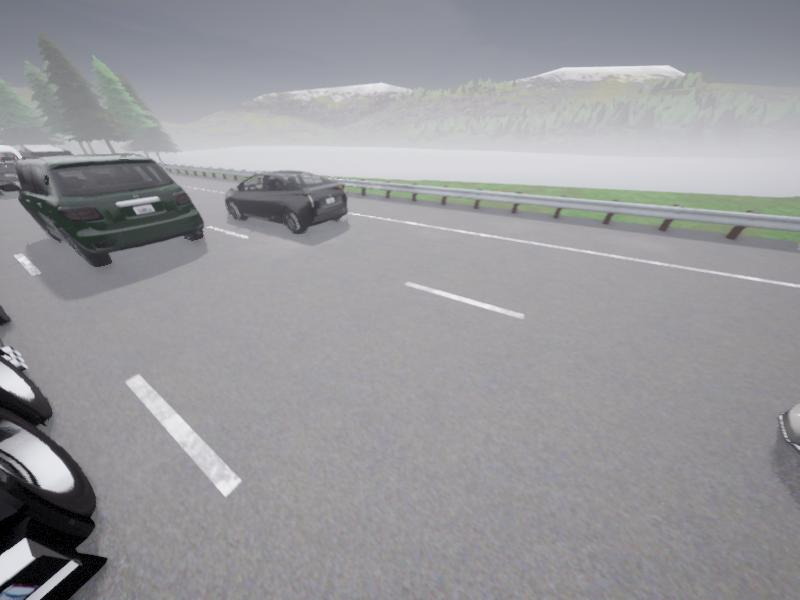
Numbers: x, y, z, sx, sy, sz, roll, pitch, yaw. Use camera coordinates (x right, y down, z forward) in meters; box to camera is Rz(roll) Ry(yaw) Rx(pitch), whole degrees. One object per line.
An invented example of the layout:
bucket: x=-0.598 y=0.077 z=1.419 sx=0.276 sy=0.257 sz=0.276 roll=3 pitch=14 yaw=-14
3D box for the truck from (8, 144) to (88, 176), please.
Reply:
truck: x=-31.178 y=-12.494 z=20.465 sx=6.274 sy=2.098 sz=2.390 roll=18 pitch=39 yaw=24

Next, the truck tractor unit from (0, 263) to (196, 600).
truck tractor unit: x=-5.113 y=-0.297 z=0.792 sx=6.516 sy=4.208 sz=3.053 roll=18 pitch=39 yaw=24

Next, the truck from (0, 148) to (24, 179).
truck: x=-33.055 y=-10.947 z=17.937 sx=5.204 sy=2.467 sz=2.627 roll=18 pitch=39 yaw=24

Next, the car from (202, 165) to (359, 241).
car: x=-3.848 y=-3.389 z=7.591 sx=4.514 sy=1.525 sz=2.007 roll=18 pitch=39 yaw=24

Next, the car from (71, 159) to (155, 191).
car: x=-17.742 y=-7.805 z=14.286 sx=4.718 sy=1.301 sz=1.895 roll=18 pitch=39 yaw=24

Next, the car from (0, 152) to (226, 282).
car: x=-7.516 y=-2.489 z=5.869 sx=5.566 sy=2.045 sz=2.150 roll=17 pitch=39 yaw=25

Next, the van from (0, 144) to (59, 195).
van: x=-21.243 y=-6.961 z=12.410 sx=4.480 sy=2.038 sz=2.069 roll=15 pitch=38 yaw=27
